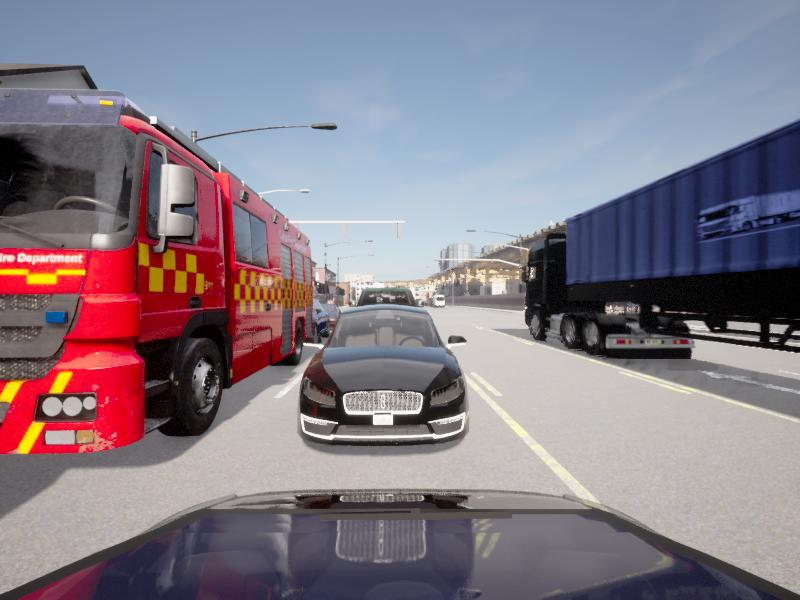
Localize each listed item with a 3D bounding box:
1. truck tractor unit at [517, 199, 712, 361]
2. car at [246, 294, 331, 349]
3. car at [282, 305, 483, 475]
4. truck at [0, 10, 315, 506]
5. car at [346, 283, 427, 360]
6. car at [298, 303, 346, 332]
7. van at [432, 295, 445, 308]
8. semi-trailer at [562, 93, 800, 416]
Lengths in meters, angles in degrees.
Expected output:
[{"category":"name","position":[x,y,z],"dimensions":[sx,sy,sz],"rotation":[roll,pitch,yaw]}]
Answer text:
[{"category":"truck tractor unit","position":[6.557,-0.521,13.693],"dimensions":[3.053,4.208,6.516],"rotation":[0,0,-2]},{"category":"car","position":[-3.999,0.694,15.235],"dimensions":[2.097,1.767,4.553],"rotation":[0,0,-2]},{"category":"car","position":[-0.220,0.845,6.104],"dimensions":[1.837,1.490,4.892],"rotation":[0,0,-2]},{"category":"truck","position":[-3.763,-0.320,7.296],"dimensions":[2.891,3.827,8.468],"rotation":[0,0,-2]},{"category":"car","position":[-0.444,0.568,13.466],"dimensions":[2.150,2.045,5.566],"rotation":[0,0,-2]},{"category":"car","position":[-4.249,0.897,22.560],"dimensions":[2.033,1.411,5.357],"rotation":[0,0,-4]},{"category":"van","position":[7.946,0.308,83.337],"dimensions":[1.988,2.561,5.915],"rotation":[0,-1,-2]},{"category":"semi-trailer","position":[6.806,-0.621,5.780],"dimensions":[2.717,4.402,14.254],"rotation":[0,0,-2]}]
